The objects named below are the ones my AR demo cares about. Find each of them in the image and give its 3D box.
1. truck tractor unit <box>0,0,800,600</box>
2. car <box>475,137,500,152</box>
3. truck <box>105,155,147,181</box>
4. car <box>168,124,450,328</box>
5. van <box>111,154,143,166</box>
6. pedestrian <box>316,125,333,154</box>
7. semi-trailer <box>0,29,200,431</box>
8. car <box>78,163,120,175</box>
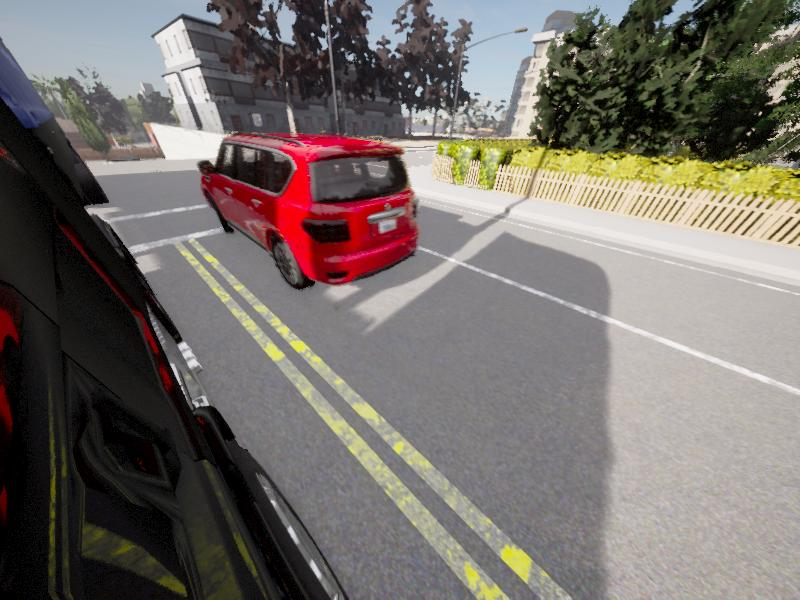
[{"bbox_3d":[-2.645,-0.295,0.351,6.516,4.208,3.053,28,44,30],"label":"truck tractor unit"},{"bbox_3d":[12.100,-21.459,31.776,1.789,1.549,3.705,25,42,27],"label":"car"},{"bbox_3d":[-33.041,-15.842,27.895,6.274,2.098,2.390,19,38,38],"label":"truck"},{"bbox_3d":[-2.119,-2.100,4.614,5.566,2.045,2.150,31,45,32],"label":"car"},{"bbox_3d":[-67.226,-34.600,56.990,1.775,1.987,4.442,29,44,30],"label":"van"},{"bbox_3d":[-6.196,-13.192,18.995,0.751,1.860,0.751,18,39,19],"label":"pedestrian"},{"bbox_3d":[-8.629,-3.659,4.283,14.254,4.402,2.717,29,44,30],"label":"semi-trailer"},{"bbox_3d":[-62.248,-27.185,47.827,1.882,1.535,5.008,29,44,30],"label":"car"}]
